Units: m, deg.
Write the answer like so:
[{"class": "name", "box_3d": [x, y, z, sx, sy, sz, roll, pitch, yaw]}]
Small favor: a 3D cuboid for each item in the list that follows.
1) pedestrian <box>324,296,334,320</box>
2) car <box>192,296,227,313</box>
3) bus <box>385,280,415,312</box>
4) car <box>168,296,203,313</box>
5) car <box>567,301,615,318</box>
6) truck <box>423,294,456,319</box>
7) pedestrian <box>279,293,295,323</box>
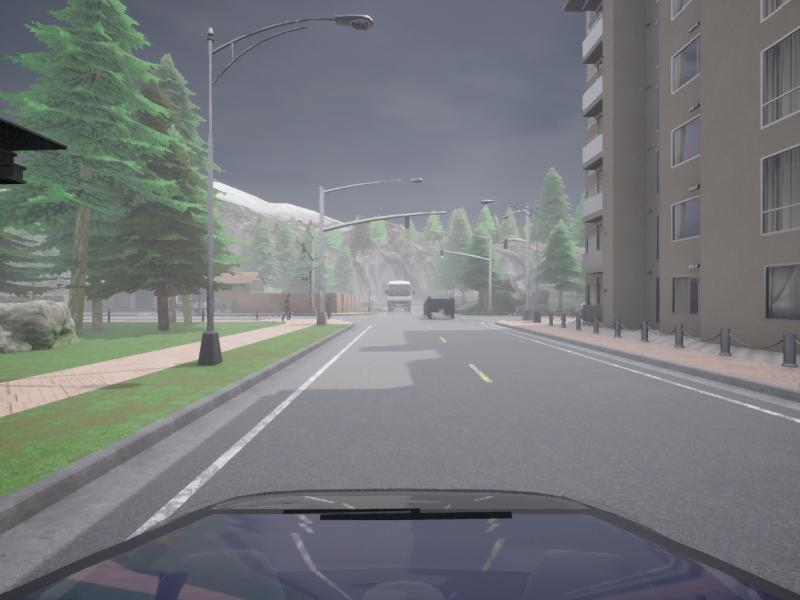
[{"class": "pedestrian", "box_3d": [-5.648, 0.630, 31.705, 0.751, 1.860, 0.751, 0, 0, -10]}, {"class": "car", "box_3d": [-21.587, 0.503, 45.523, 1.932, 1.855, 4.605, 0, 0, -1]}, {"class": "bus", "box_3d": [0.035, -0.534, 57.845, 3.944, 4.253, 10.273, 0, 0, 0]}, {"class": "car", "box_3d": [-24.091, 0.505, 45.073, 1.905, 1.878, 3.866, 0, 0, -1]}, {"class": "car", "box_3d": [17.715, 0.842, 37.232, 3.633, 1.501, 1.845, 0, 0, -1]}, {"class": "truck", "box_3d": [3.450, 0.541, 36.122, 2.390, 2.098, 6.274, 0, 0, 0]}, {"class": "pedestrian", "box_3d": [-7.199, 0.485, 25.567, 0.751, 1.860, 0.751, 0, 0, 11]}]
